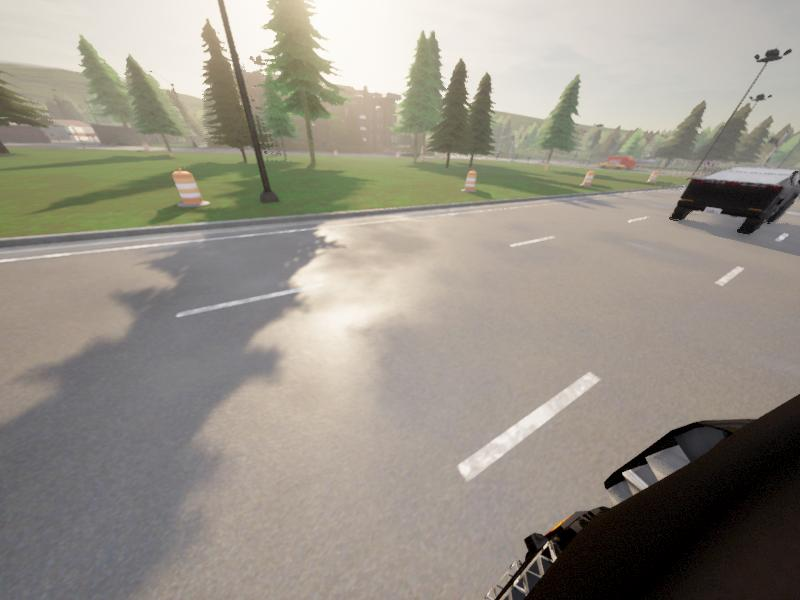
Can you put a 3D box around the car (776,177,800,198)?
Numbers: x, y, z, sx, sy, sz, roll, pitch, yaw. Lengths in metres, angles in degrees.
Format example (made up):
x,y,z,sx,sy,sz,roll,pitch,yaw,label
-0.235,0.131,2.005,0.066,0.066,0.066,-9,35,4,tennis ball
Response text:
x,y,z,sx,sy,sz,roll,pitch,yaw,label
35.708,-9.927,20.359,4.674,1.442,1.812,-15,38,-25,car

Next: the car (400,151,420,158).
x,y,z,sx,sy,sz,roll,pitch,yaw,label
2.540,-37.478,59.476,4.718,1.301,1.895,-15,38,-25,car

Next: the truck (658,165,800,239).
x,y,z,sx,sy,sz,roll,pitch,yaw,label
14.331,-4.345,9.708,6.274,2.098,2.390,-15,38,-25,truck

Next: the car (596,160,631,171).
x,y,z,sx,sy,sz,roll,pitch,yaw,label
47.417,-30.002,51.438,1.801,1.575,5.366,-15,37,-25,car

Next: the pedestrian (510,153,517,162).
x,y,z,sx,sy,sz,roll,pitch,yaw,label
29.699,-37.218,60.349,0.751,1.860,0.751,-13,37,-22,pedestrian

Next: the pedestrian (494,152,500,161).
x,y,z,sx,sy,sz,roll,pitch,yaw,label
26.866,-39.680,63.843,0.751,1.860,0.751,-12,36,-21,pedestrian

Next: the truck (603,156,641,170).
x,y,z,sx,sy,sz,roll,pitch,yaw,label
50.498,-31.216,52.662,2.627,2.467,5.204,-15,37,-25,truck

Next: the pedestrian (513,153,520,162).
x,y,z,sx,sy,sz,roll,pitch,yaw,label
30.071,-36.687,59.577,0.751,1.860,0.751,-13,37,-22,pedestrian

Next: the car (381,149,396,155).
x,y,z,sx,sy,sz,roll,pitch,yaw,label
-3.334,-42.627,66.552,3.633,1.501,1.845,-15,38,-25,car

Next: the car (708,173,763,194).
x,y,z,sx,sy,sz,roll,pitch,yaw,label
31.129,-10.903,21.452,4.193,1.474,1.816,-15,38,-25,car

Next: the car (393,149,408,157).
x,y,z,sx,sy,sz,roll,pitch,yaw,label
0.060,-39.124,61.531,3.633,1.501,1.845,-15,38,-25,car
